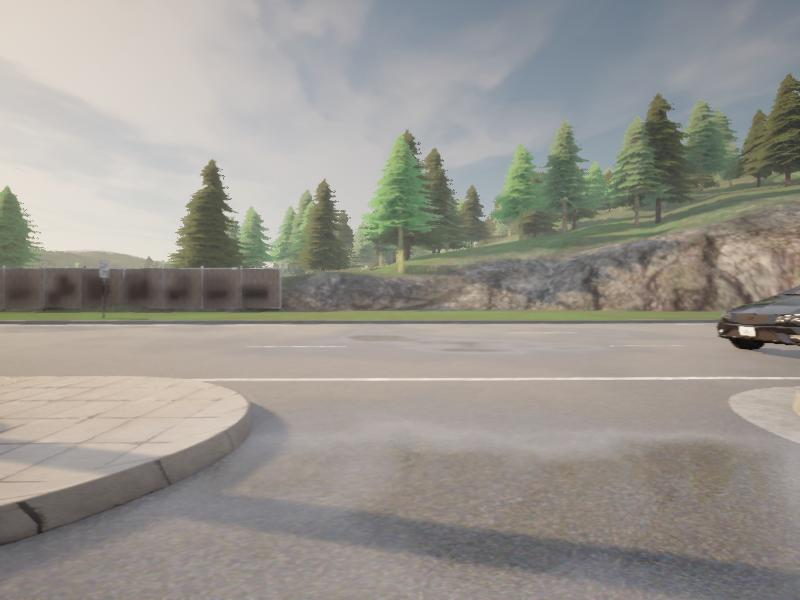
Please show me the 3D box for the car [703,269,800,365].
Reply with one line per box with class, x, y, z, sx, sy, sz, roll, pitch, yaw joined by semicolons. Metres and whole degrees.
car;8.165;0.254;7.173;4.193;1.474;1.816;0;0;-4
